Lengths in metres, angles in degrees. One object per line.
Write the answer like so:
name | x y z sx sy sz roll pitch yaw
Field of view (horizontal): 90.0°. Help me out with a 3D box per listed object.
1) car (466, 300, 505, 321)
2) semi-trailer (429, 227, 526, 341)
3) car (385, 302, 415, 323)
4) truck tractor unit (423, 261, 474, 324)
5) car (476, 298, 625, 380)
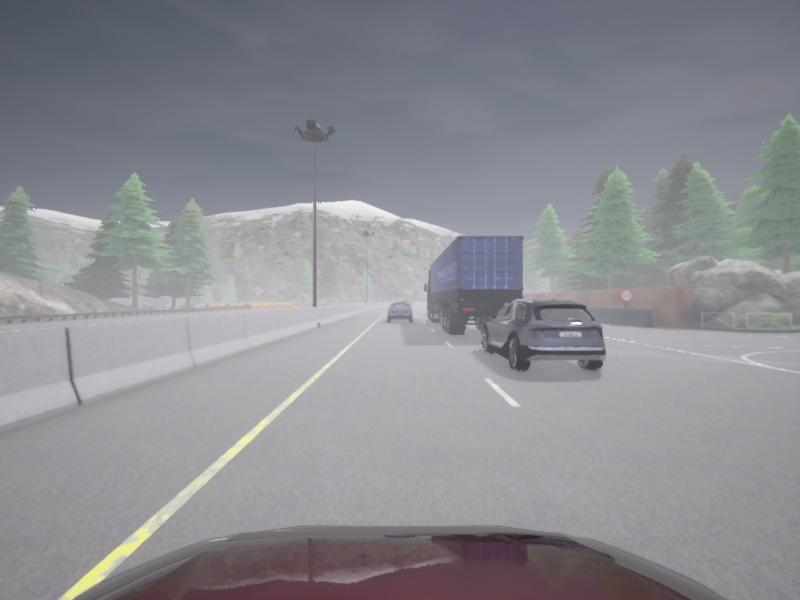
car | 6.995 0.793 33.403 2.152 1.651 5.027 0 0 0
semi-trailer | 3.498 -0.611 22.497 2.717 4.402 14.254 0 0 0
car | -0.003 0.906 30.160 2.033 1.411 5.357 0 0 0
truck tractor unit | 3.502 -0.511 30.414 3.053 4.208 6.516 0 0 0
car | 3.486 0.781 10.444 2.033 1.649 4.856 0 0 0
